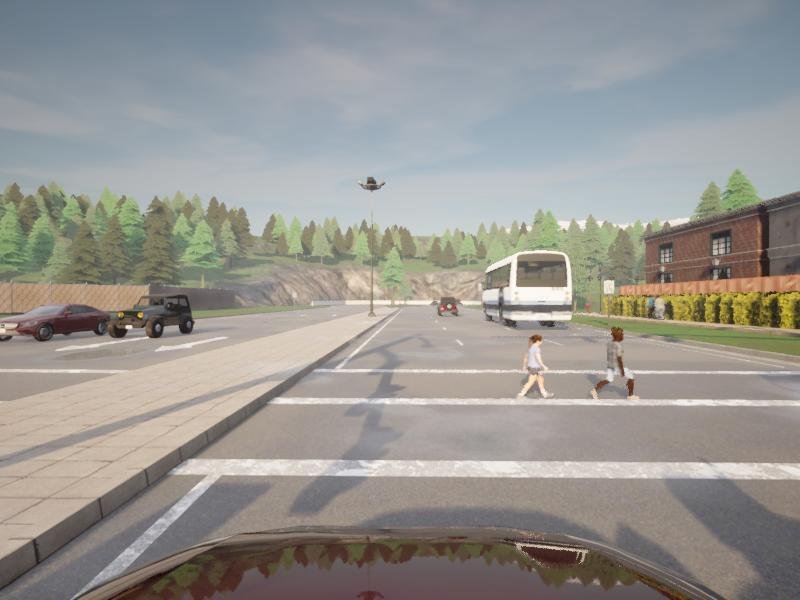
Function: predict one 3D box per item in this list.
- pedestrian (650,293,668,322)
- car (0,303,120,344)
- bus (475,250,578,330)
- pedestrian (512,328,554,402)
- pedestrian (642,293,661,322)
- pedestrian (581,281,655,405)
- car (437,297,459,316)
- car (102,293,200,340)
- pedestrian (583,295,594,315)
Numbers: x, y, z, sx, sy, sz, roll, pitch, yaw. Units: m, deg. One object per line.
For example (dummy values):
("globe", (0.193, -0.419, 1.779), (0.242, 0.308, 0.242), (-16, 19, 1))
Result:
("pedestrian", (16.717, 0.487, 25.835), (0.751, 1.860, 0.751), (0, 0, 7))
("car", (-14.462, 0.871, 16.962), (1.812, 1.442, 4.674), (0, 0, 2))
("bus", (7.701, -0.533, 26.390), (3.944, 4.253, 10.273), (0, 0, 3))
("pedestrian", (2.126, 1.018, 6.421), (0.500, 1.100, 0.500), (0, 0, -2))
("pedestrian", (16.788, 0.487, 26.726), (0.751, 1.860, 0.751), (0, 0, 0))
("pedestrian", (3.438, 0.641, 6.369), (0.751, 1.860, 0.751), (0, 0, -5))
("car", (4.823, 0.649, 40.986), (1.905, 1.878, 3.866), (0, 0, 2))
("car", (-10.929, 0.648, 17.934), (1.905, 1.878, 3.866), (0, 0, 2))
("pedestrian", (17.711, 0.488, 37.613), (0.751, 1.860, 0.751), (0, 0, 45))
